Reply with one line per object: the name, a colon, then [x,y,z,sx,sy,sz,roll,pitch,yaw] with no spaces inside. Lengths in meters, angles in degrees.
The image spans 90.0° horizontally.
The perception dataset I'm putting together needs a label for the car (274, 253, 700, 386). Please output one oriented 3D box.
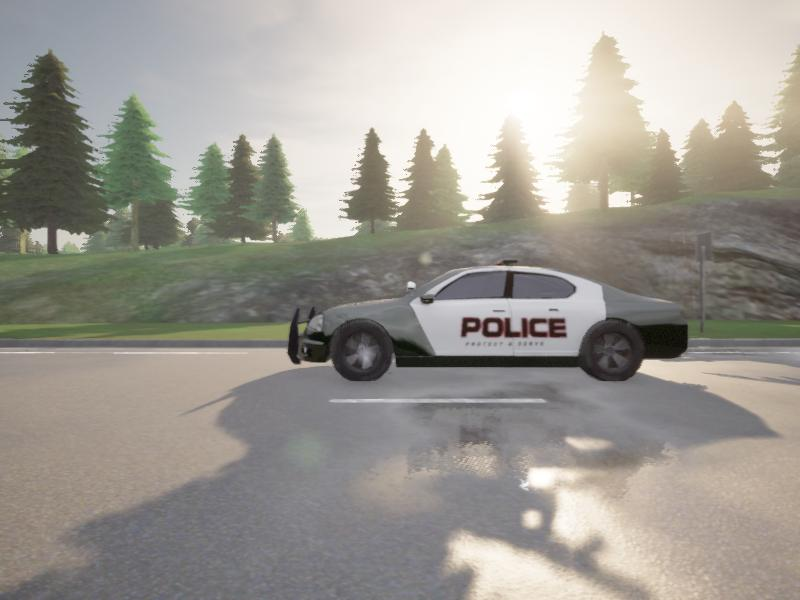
car: [1.012,0.229,5.697,4.974,1.542,2.038,0,0,0]
